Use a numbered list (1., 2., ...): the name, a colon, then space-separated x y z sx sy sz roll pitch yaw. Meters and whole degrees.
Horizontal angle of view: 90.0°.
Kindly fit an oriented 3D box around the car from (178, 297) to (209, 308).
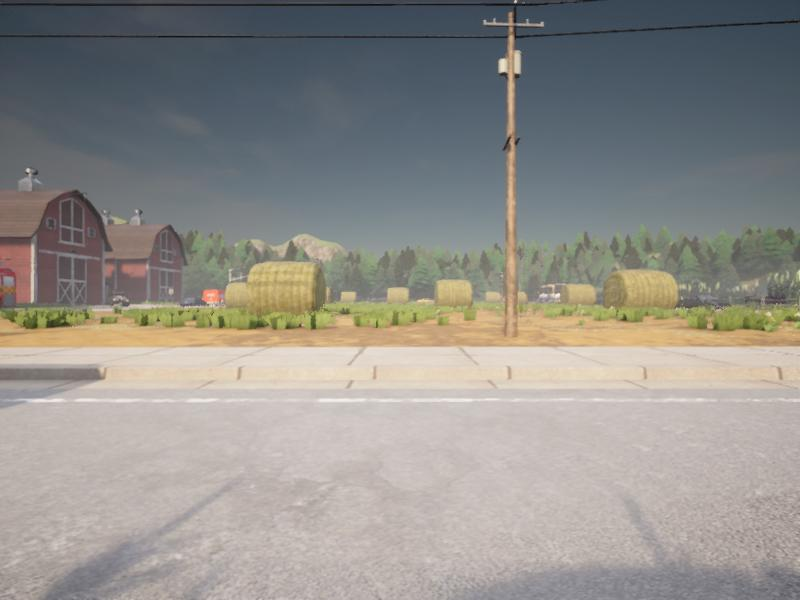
1. car: -27.501 0.285 53.504 1.994 1.385 4.181 1 0 0

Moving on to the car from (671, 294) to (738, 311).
1. car: 26.896 0.239 35.640 2.033 1.411 5.357 0 0 3

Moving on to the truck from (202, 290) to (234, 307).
1. truck: -27.616 -0.248 60.872 2.627 2.467 5.204 0 0 -1

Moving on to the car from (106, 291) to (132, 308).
1. car: -35.129 -0.110 49.959 1.905 1.878 3.866 8 -4 -43

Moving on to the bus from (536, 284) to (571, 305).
1. bus: 32.948 -1.199 86.344 3.944 4.253 10.273 0 0 3

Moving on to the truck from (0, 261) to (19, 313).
1. truck: -30.641 -0.923 26.427 2.891 3.827 8.468 0 0 -1
